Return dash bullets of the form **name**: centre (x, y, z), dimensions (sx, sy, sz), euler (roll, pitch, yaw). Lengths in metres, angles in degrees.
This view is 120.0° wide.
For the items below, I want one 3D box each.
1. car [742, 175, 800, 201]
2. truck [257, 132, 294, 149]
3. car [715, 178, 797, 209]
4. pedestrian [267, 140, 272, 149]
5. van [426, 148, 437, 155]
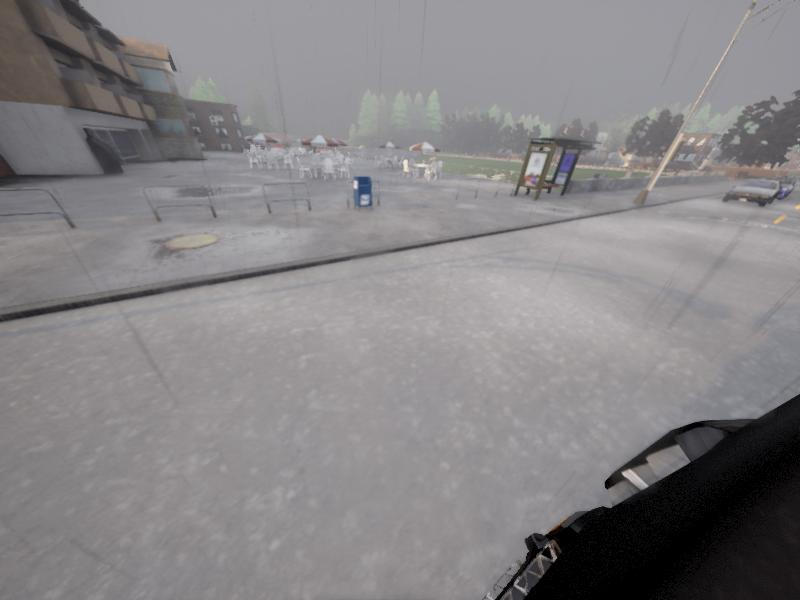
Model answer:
- **car**: centre (30.851, -9.294, 19.023), dimensions (4.514, 1.525, 2.007), euler (-16, 38, -26)
- **truck**: centre (-36.234, -46.476, 67.455), dimensions (8.468, 3.827, 2.891), euler (-16, 38, -26)
- **car**: centre (24.091, -7.312, 15.620), dimensions (5.357, 1.411, 2.033), euler (-16, 38, -26)
- **pedestrian**: centre (-33.168, -39.471, 58.763), dimensions (0.751, 1.860, 0.751), euler (-16, 38, -26)
- **van**: centre (13.172, -62.335, 96.930), dimensions (4.442, 1.987, 1.775), euler (-16, 38, -26)
